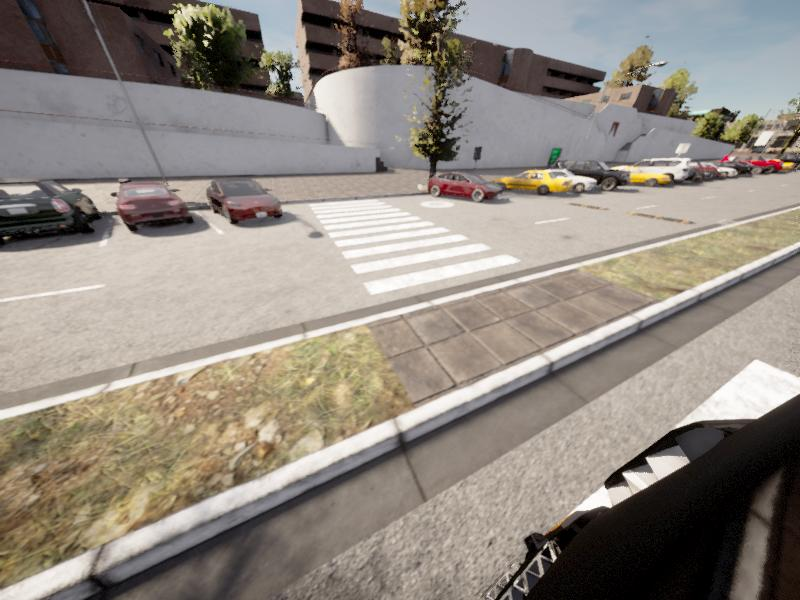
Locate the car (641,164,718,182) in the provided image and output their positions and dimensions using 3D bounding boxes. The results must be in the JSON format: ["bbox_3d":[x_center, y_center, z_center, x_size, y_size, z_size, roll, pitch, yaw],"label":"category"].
[{"bbox_3d":[28.524,-13.153,23.821,2.002,1.452,4.674,-27,40,-37],"label":"car"}]

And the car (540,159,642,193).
[{"bbox_3d":[14.881,-10.000,18.423,2.435,2.045,5.566,-27,40,-37],"label":"car"}]

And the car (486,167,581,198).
[{"bbox_3d":[9.257,-8.536,16.565,1.946,1.575,5.366,-27,40,-36],"label":"car"}]

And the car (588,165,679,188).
[{"bbox_3d":[20.452,-11.076,20.552,1.946,1.575,5.366,-27,40,-37],"label":"car"}]

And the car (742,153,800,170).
[{"bbox_3d":[55.794,-20.349,34.023,2.435,2.045,5.566,-28,40,-36],"label":"car"}]

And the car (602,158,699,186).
[{"bbox_3d":[23.030,-12.042,21.596,2.435,2.045,5.566,-28,40,-36],"label":"car"}]

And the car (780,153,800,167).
[{"bbox_3d":[72.181,-24.440,40.279,2.435,2.045,5.566,-28,40,-36],"label":"car"}]

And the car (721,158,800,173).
[{"bbox_3d":[47.768,-17.992,30.918,1.946,1.575,5.366,-28,40,-36],"label":"car"}]

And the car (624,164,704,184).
[{"bbox_3d":[25.763,-12.485,22.784,2.163,1.488,4.792,-28,40,-36],"label":"car"}]

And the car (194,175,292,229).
[{"bbox_3d":[-6.974,-4.487,10.111,2.163,1.488,4.792,-27,40,-37],"label":"car"}]

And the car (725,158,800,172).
[{"bbox_3d":[50.231,-18.815,32.178,1.946,1.575,5.366,-28,40,-36],"label":"car"}]

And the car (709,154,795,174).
[{"bbox_3d":[44.924,-17.566,29.854,2.435,2.045,5.566,-28,40,-36],"label":"car"}]

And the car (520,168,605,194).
[{"bbox_3d":[12.123,-9.099,17.537,2.002,1.452,4.674,-27,40,-37],"label":"car"}]

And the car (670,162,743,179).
[{"bbox_3d":[33.983,-14.539,25.891,2.002,1.452,4.674,-28,40,-36],"label":"car"}]

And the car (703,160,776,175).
[{"bbox_3d":[42.198,-16.630,28.965,2.163,1.488,4.792,-28,40,-36],"label":"car"}]

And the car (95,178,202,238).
[{"bbox_3d":[-9.729,-3.827,9.069,2.002,1.452,4.674,-27,40,-37],"label":"car"}]

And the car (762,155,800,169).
[{"bbox_3d":[61.302,-21.592,36.134,2.185,1.767,4.553,-28,40,-36],"label":"car"}]

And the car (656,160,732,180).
[{"bbox_3d":[31.229,-13.998,24.787,2.185,1.767,4.553,-28,40,-36],"label":"car"}]

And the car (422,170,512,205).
[{"bbox_3d":[3.950,-7.116,14.342,2.163,1.488,4.792,-27,40,-37],"label":"car"}]

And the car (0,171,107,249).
[{"bbox_3d":[-12.424,-3.306,7.916,2.185,1.767,4.553,-27,40,-37],"label":"car"}]

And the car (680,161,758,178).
[{"bbox_3d":[36.716,-15.264,26.895,2.097,1.535,5.008,-28,40,-36],"label":"car"}]
